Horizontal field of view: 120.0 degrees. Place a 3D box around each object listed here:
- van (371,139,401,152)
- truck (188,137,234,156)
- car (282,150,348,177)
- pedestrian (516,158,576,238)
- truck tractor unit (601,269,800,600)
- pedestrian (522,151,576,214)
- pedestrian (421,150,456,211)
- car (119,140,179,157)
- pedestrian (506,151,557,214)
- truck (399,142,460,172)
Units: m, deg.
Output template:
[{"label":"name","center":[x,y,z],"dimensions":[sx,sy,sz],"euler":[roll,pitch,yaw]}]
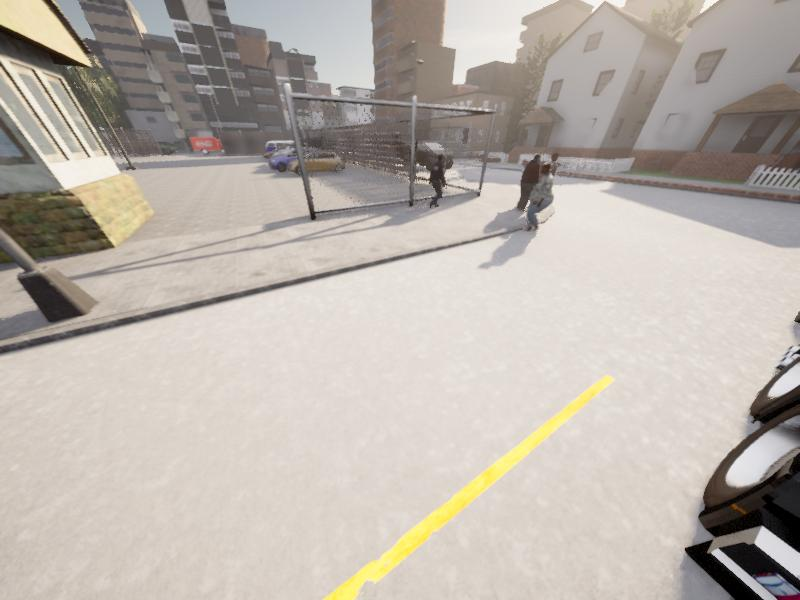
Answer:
[{"label":"van","center":[-3.055,-35.311,52.656],"dimensions":[6.366,2.431,2.351],"euler":[-19,39,-25]},{"label":"truck","center":[-31.306,-25.706,38.574],"dimensions":[5.204,2.467,2.627],"euler":[-18,39,-24]},{"label":"car","center":[-6.295,-10.318,17.343],"dimensions":[4.193,1.474,1.816],"euler":[-18,39,-24]},{"label":"pedestrian","center":[3.909,-2.785,6.374],"dimensions":[0.751,1.860,0.751],"euler":[10,36,13]},{"label":"truck tractor unit","center":[5.118,-0.293,0.770],"dimensions":[6.516,4.208,3.053],"euler":[-18,39,-24]},{"label":"pedestrian","center":[5.091,-4.053,8.027],"dimensions":[0.751,1.860,0.751],"euler":[-5,35,-8]},{"label":"pedestrian","center":[1.351,-4.300,8.352],"dimensions":[0.751,1.860,0.751],"euler":[-19,39,-26]},{"label":"car","center":[-38.252,-23.327,35.467],"dimensions":[5.566,2.045,2.150],"euler":[-18,39,-24]},{"label":"pedestrian","center":[4.469,-4.054,8.024],"dimensions":[0.751,1.860,0.751],"euler":[-6,35,-9]},{"label":"truck","center":[2.492,-13.743,21.960],"dimensions":[2.390,2.098,6.274],"euler":[-18,39,-24]}]
